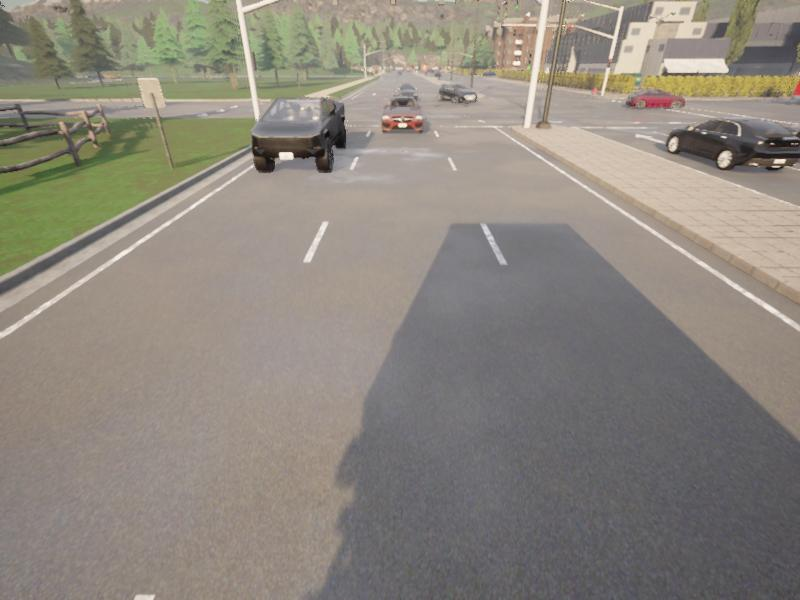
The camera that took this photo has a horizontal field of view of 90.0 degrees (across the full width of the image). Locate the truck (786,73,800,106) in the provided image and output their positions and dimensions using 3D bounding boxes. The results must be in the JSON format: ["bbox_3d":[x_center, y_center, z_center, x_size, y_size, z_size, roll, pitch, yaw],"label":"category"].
[{"bbox_3d":[37.492,-18.080,34.359,5.204,2.467,2.627,0,30,1],"label":"truck"}]

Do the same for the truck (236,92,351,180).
[{"bbox_3d":[-3.390,-6.179,14.467,2.390,2.098,6.274,0,30,0],"label":"truck"}]

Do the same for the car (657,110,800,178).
[{"bbox_3d":[11.608,-5.672,14.175,1.837,1.490,4.892,0,30,0],"label":"car"}]

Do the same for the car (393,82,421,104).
[{"bbox_3d":[0.577,-20.256,39.056,2.038,1.542,4.974,-3,31,-6],"label":"car"}]

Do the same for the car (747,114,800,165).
[{"bbox_3d":[15.108,-5.281,13.601,2.033,1.411,5.357,0,30,0],"label":"car"}]

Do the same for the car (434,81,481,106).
[{"bbox_3d":[5.256,-19.376,37.445,2.033,1.649,4.856,-14,34,-21],"label":"car"}]

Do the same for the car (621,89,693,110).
[{"bbox_3d":[20.600,-16.193,32.247,4.181,1.385,1.994,2,30,4],"label":"car"}]

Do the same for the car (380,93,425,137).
[{"bbox_3d":[0.135,-10.027,21.504,2.152,1.651,5.027,0,30,0],"label":"car"}]
